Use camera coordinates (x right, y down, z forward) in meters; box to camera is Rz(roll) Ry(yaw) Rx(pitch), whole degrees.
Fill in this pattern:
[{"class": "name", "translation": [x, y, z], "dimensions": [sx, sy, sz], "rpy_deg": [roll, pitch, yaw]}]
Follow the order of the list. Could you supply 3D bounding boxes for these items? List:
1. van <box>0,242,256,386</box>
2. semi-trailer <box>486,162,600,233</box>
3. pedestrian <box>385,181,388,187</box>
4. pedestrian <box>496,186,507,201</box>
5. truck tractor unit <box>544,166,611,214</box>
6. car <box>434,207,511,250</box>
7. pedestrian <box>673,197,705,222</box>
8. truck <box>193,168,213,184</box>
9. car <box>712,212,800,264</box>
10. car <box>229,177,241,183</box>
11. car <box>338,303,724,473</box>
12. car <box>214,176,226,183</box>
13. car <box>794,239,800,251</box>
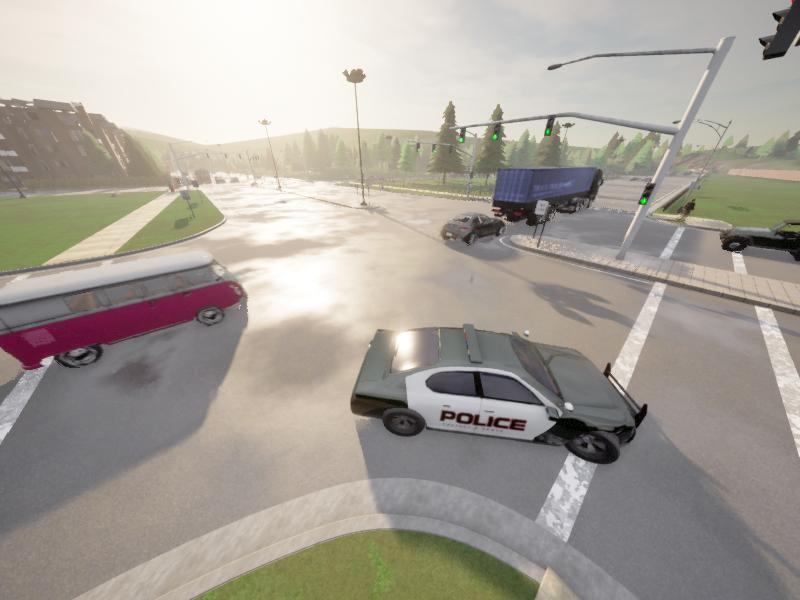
[{"class": "van", "translation": [-7.008, -0.023, 6.424], "dimensions": [4.442, 1.987, 1.775], "rpy_deg": [-23, 37, -34]}, {"class": "semi-trailer", "translation": [13.251, -9.637, 20.639], "dimensions": [14.254, 4.402, 2.717], "rpy_deg": [-23, 37, -34]}, {"class": "pedestrian", "translation": [-3.154, -26.644, 53.061], "dimensions": [0.500, 1.100, 0.500], "rpy_deg": [-20, 36, -31]}, {"class": "pedestrian", "translation": [14.180, -14.973, 32.392], "dimensions": [0.751, 1.860, 0.751], "rpy_deg": [-23, 37, -34]}, {"class": "truck tractor unit", "translation": [19.283, -12.116, 25.123], "dimensions": [6.516, 4.208, 3.053], "rpy_deg": [-23, 37, -34]}, {"class": "car", "translation": [4.841, -4.875, 15.187], "dimensions": [5.027, 1.651, 2.152], "rpy_deg": [-23, 37, -34]}, {"class": "pedestrian", "translation": [23.870, -7.470, 19.091], "dimensions": [0.751, 1.860, 0.751], "rpy_deg": [-9, 31, -16]}, {"class": "truck", "translation": [-58.483, -36.931, 68.501], "dimensions": [2.891, 3.827, 8.468], "rpy_deg": [-23, 37, -34]}, {"class": "car", "translation": [20.030, -3.271, 12.139], "dimensions": [1.905, 1.878, 3.866], "rpy_deg": [-22, 37, -34]}, {"class": "car", "translation": [-49.621, -36.125, 69.433], "dimensions": [1.837, 1.490, 4.892], "rpy_deg": [-23, 37, -34]}, {"class": "car", "translation": [1.685, 1.404, 4.403], "dimensions": [4.974, 1.542, 2.038], "rpy_deg": [4, 30, 6]}, {"class": "car", "translation": [-53.027, -35.585, 68.131], "dimensions": [1.905, 1.878, 3.866], "rpy_deg": [-23, 37, -34]}, {"class": "car", "translation": [25.036, -2.805, 11.781], "dimensions": [1.812, 1.442, 4.674], "rpy_deg": [-22, 37, -33]}]
